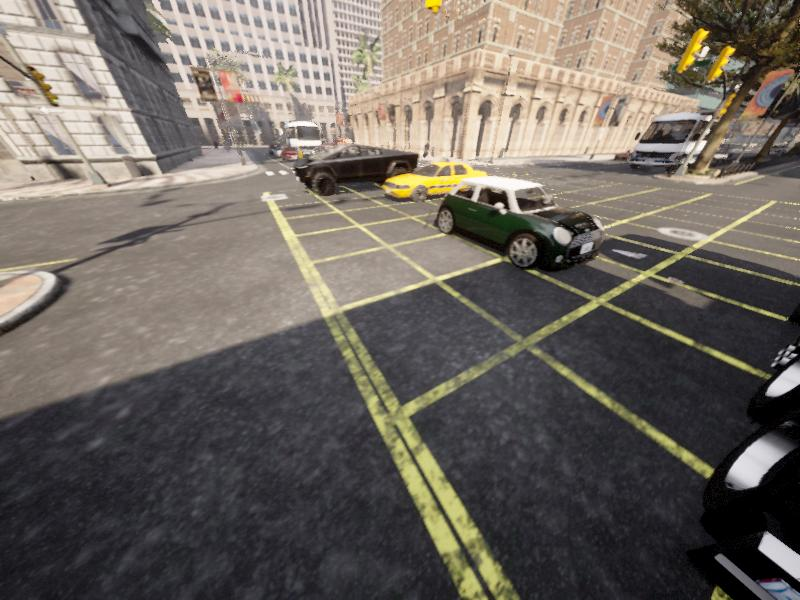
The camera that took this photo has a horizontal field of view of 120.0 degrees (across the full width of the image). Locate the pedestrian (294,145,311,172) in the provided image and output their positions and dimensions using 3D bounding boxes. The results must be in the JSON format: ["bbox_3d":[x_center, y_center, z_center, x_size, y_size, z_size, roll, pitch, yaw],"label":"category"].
[{"bbox_3d":[-8.116,-11.821,19.246,0.751,1.860,0.751,-21,40,-28],"label":"pedestrian"}]

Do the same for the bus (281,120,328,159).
[{"bbox_3d":[-14.710,-24.443,35.275,3.944,4.253,10.273,-18,39,-24],"label":"bus"}]

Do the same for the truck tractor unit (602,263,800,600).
[{"bbox_3d":[5.108,-0.304,0.785,6.516,4.208,3.053,-18,39,-24],"label":"truck tractor unit"}]

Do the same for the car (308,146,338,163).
[{"bbox_3d":[-9.672,-18.237,28.781,2.038,1.542,4.974,-18,39,-25],"label":"car"}]

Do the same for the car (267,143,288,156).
[{"bbox_3d":[-20.191,-24.713,37.877,2.242,1.667,4.611,-18,39,-24],"label":"car"}]

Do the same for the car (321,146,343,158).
[{"bbox_3d":[-10.623,-23.042,35.883,1.895,1.301,4.718,-18,39,-24],"label":"car"}]

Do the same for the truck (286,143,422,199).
[{"bbox_3d":[-2.169,-6.957,12.139,6.274,2.098,2.390,-18,39,-24],"label":"truck"}]

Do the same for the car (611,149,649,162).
[{"bbox_3d":[31.350,-19.747,31.478,4.718,1.301,1.895,-18,39,-25],"label":"car"}]

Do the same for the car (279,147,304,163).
[{"bbox_3d":[-13.230,-17.734,28.106,1.812,1.442,4.674,-18,39,-25],"label":"car"}]

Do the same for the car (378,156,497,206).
[{"bbox_3d":[1.819,-5.739,10.875,5.366,1.575,1.801,-18,39,-24],"label":"car"}]

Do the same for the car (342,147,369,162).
[{"bbox_3d":[-5.633,-18.200,28.810,1.816,1.474,4.193,-18,39,-25],"label":"car"}]

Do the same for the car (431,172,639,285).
[{"bbox_3d":[2.762,-2.117,5.771,1.970,1.475,3.806,-18,39,-25],"label":"car"}]

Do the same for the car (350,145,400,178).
[{"bbox_3d":[-2.030,-10.914,18.018,1.932,1.855,4.605,-18,39,-25],"label":"car"}]

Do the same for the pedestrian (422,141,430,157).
[{"bbox_3d":[3.840,-22.323,34.163,0.751,1.860,0.751,-18,39,-25],"label":"pedestrian"}]

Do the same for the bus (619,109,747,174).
[{"bbox_3d":[26.663,-14.883,21.875,10.273,4.253,3.944,-18,39,-24],"label":"bus"}]

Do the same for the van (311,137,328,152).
[{"bbox_3d":[-18.235,-35.137,52.109,1.988,2.561,5.915,-18,39,-24],"label":"van"}]

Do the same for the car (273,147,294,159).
[{"bbox_3d":[-16.692,-21.061,32.987,1.895,1.301,4.718,-18,39,-25],"label":"car"}]

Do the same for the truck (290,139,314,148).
[{"bbox_3d":[-30.031,-48.233,71.209,2.390,2.098,6.274,20,39,25],"label":"truck"}]
